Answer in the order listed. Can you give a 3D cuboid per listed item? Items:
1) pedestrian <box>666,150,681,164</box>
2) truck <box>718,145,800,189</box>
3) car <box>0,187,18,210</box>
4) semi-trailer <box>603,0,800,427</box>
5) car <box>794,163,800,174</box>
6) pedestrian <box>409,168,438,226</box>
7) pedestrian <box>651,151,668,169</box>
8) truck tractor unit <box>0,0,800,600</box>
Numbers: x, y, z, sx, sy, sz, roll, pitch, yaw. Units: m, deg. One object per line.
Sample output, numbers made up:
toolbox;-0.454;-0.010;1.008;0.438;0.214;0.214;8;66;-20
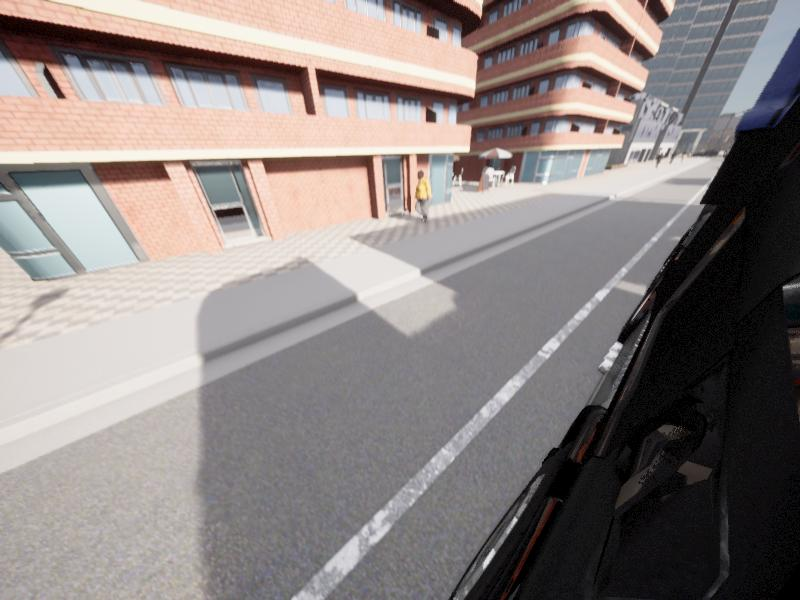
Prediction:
pedestrian;41.318;-21.604;34.923;0.751;1.860;0.751;-27;38;-34
truck;23.525;-8.778;15.065;6.274;2.098;2.390;-24;37;-31
car;-42.348;-10.109;23.272;2.150;2.045;5.566;-26;38;-34
semi-trailer;8.796;-3.184;4.563;14.254;4.402;2.717;-23;36;-32
car;34.272;-11.117;18.483;5.238;1.638;1.930;-24;37;-31
pedestrian;0.853;-3.835;8.641;0.751;1.860;0.751;-15;33;-19
pedestrian;32.313;-17.475;28.789;0.751;1.860;0.751;17;36;30
truck tractor unit;2.645;-0.295;0.351;6.516;4.208;3.053;-28;44;-30
